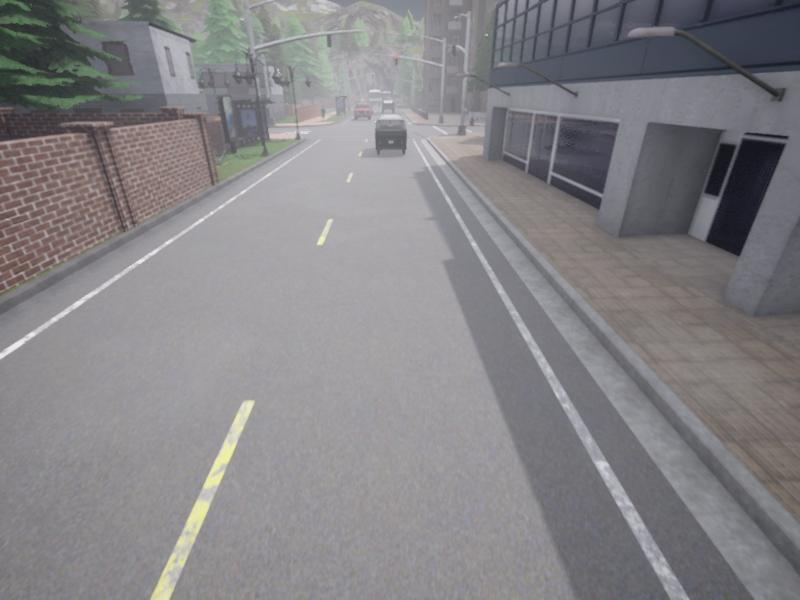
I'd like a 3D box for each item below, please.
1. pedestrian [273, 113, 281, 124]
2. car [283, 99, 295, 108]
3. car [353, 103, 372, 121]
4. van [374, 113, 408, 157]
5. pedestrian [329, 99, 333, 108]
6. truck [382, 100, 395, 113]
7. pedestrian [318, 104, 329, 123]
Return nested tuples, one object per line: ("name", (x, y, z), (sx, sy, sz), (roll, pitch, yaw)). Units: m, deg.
("pedestrian", (-13.444, -19.841, 43.677), (0.500, 1.100, 0.500), (4, 27, 8))
("car", (-28.092, -49.908, 101.511), (1.932, 1.855, 4.605), (-1, 27, -3))
("car", (-5.034, -25.474, 54.014), (2.150, 2.045, 5.566), (-1, 27, -1))
("van", (-0.549, -9.753, 23.448), (1.775, 1.987, 4.442), (-1, 27, -1))
("pedestrian", (-17.045, -48.859, 99.388), (0.751, 1.860, 0.751), (-2, 27, -4))
("truck", (-2.241, -36.777, 75.964), (2.390, 2.098, 6.274), (-1, 27, -1))
("pedestrian", (-8.816, -21.462, 46.031), (0.751, 1.860, 0.751), (-20, 33, -33))
